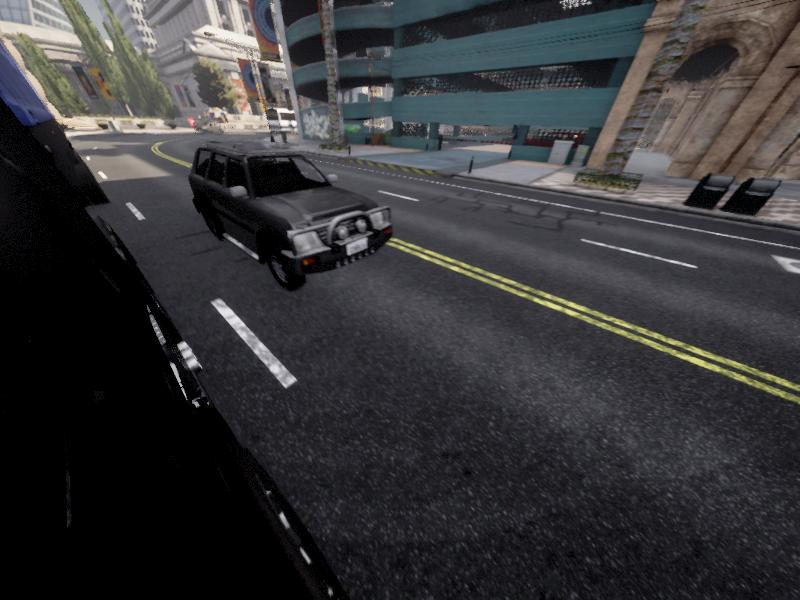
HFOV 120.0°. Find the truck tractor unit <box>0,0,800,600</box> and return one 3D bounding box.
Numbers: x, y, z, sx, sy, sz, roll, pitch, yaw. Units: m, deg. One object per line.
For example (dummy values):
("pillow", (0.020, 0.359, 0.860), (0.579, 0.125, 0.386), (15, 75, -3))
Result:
("truck tractor unit", (-2.645, -0.295, 0.351), (6.516, 4.208, 3.053), (28, 44, 30))

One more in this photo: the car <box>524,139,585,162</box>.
("car", (15.076, -14.794, 22.730), (4.514, 1.523, 2.007), (28, 44, 30))

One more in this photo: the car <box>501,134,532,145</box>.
("car", (22.583, -31.259, 44.938), (4.902, 1.511, 2.128), (28, 44, 30))

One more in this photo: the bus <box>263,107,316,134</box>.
("bus", (-23.892, -39.382, 51.064), (3.944, 4.253, 10.273), (16, 39, 17))

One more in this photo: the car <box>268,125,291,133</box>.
("car", (-27.249, -38.762, 52.451), (1.994, 1.385, 4.181), (18, 40, 19))

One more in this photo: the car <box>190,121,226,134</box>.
("car", (-34.299, -30.948, 41.429), (2.242, 1.667, 4.611), (5, 37, 3))

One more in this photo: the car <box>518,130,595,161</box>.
("car", (15.044, -15.131, 22.524), (5.566, 2.045, 2.435), (28, 44, 30))

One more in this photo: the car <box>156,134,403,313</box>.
("car", (-2.371, -1.936, 4.491), (4.605, 1.855, 1.932), (29, 44, 30))

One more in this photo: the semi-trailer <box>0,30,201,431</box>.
("semi-trailer", (-8.639, -3.638, 4.295), (14.254, 4.402, 2.717), (29, 44, 31))
